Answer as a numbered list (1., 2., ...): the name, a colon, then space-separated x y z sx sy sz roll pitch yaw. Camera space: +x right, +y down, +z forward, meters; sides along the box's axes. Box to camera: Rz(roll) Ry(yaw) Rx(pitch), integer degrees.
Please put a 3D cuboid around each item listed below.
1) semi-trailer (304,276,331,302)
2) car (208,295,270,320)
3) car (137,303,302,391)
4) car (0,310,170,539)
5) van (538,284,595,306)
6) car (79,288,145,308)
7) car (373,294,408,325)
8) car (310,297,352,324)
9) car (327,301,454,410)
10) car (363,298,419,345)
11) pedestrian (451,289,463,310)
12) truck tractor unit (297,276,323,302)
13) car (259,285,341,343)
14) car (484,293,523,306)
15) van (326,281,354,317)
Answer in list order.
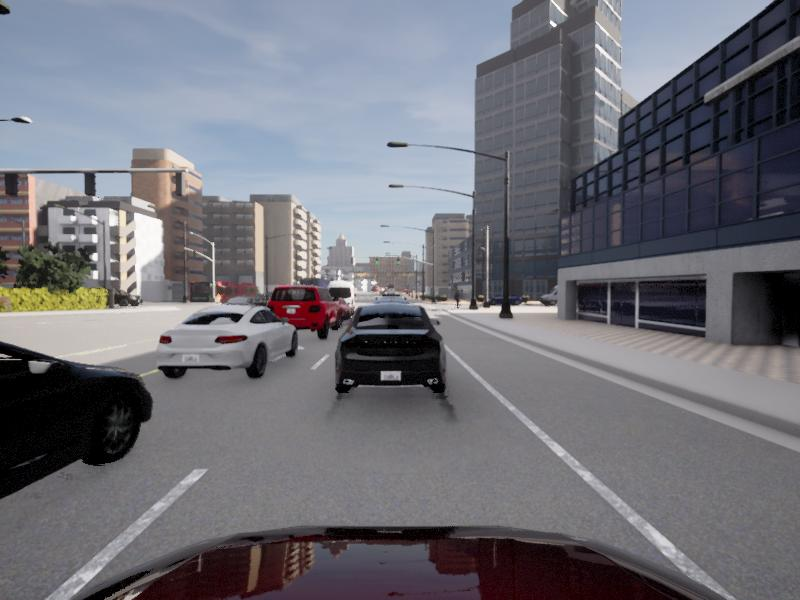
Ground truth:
1. semi-trailer: -15.765 -2.034 77.314 2.717 4.402 14.254 0 1 -2
2. car: -10.878 0.450 27.494 1.882 1.535 5.008 0 1 4
3. car: -3.712 0.829 9.299 1.812 1.442 4.674 0 1 -1
4. car: -3.562 0.852 2.587 1.816 1.474 4.193 0 0 -1
5. van: 19.702 -0.574 47.529 5.915 2.561 1.988 0 2 -1
6. car: -31.057 -0.240 43.298 5.566 2.045 2.150 0 2 -1
7. car: -0.555 0.459 24.660 1.930 1.638 5.238 0 2 -1
8. car: -4.069 0.563 24.347 1.812 1.442 4.674 0 1 -1
9. car: -0.188 0.816 8.267 1.837 1.490 4.892 0 1 -1
10. car: -0.357 0.706 15.957 1.882 1.535 5.008 0 1 -1
11. pedestrian: 5.015 -0.073 35.086 0.751 1.860 0.751 -1 2 -22
12. truck tractor unit: -15.542 -1.825 69.407 3.053 4.208 6.516 0 0 -1
13. car: -3.880 0.432 16.729 2.150 2.045 5.566 0 1 -1
14. car: 12.222 -0.043 47.435 4.193 1.474 1.816 0 2 -1
15. van: -4.645 -0.149 31.584 1.988 2.561 5.915 0 2 -7
